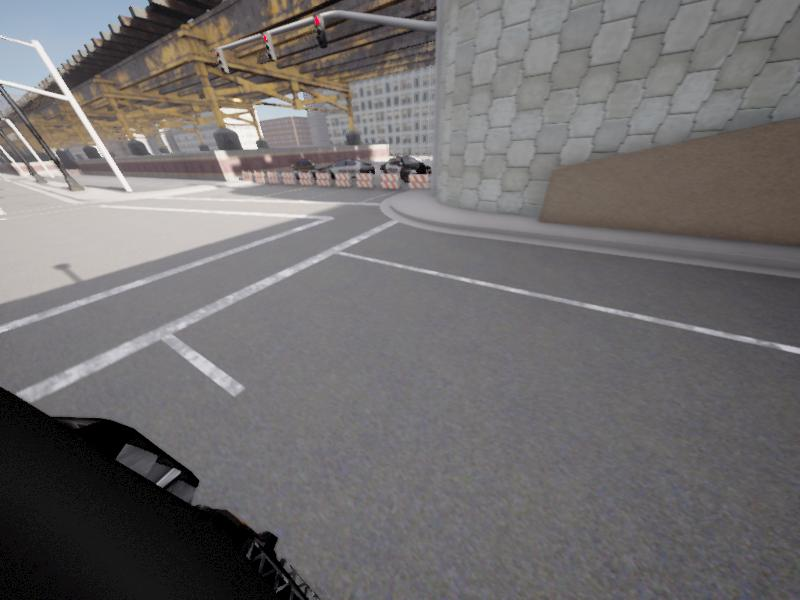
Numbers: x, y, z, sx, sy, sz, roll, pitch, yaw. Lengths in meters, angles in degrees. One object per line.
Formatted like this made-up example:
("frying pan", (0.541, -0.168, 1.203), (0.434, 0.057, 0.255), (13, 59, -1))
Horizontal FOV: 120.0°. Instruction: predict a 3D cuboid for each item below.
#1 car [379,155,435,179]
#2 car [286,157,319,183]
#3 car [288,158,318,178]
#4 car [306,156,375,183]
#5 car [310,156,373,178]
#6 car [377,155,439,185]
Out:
("car", (0.370, -9.675, 16.637), (1.853, 1.218, 4.536), (-20, 37, -23))
("car", (-8.505, -11.734, 20.673), (2.038, 1.542, 4.974), (-10, 34, -11))
("car", (-8.525, -11.892, 20.628), (1.853, 1.218, 4.536), (-10, 34, -11))
("car", (-4.578, -10.535, 18.582), (4.974, 1.542, 2.038), (-5, 34, -3))
("car", (-4.533, -10.670, 18.497), (4.536, 1.218, 1.853), (-5, 34, -3))
("car", (0.403, -9.521, 16.687), (2.038, 1.542, 4.974), (-20, 37, -23))
